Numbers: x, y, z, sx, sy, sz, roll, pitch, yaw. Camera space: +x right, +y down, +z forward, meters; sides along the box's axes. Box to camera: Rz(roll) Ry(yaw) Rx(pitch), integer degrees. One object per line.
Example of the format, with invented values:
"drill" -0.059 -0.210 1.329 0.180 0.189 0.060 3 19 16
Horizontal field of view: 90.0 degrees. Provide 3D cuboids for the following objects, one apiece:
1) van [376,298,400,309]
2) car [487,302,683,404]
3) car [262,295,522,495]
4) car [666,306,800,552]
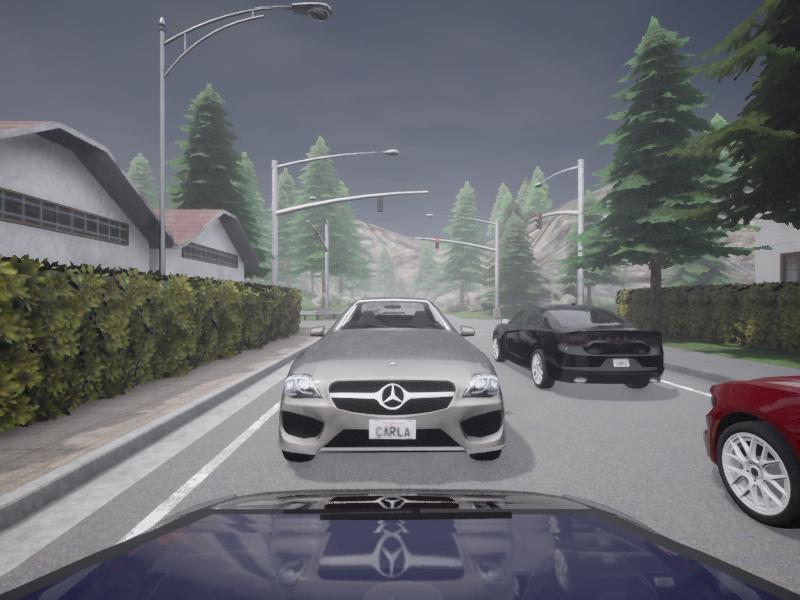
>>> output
"van" -2.222 0.574 74.976 2.069 2.038 4.480 0 0 -44
"car" 3.393 0.823 8.653 1.882 1.535 5.008 0 0 -1
"car" -0.106 0.781 5.824 2.152 1.651 5.027 0 0 -1
"car" 3.475 0.823 1.271 1.882 1.535 5.008 0 0 -1
